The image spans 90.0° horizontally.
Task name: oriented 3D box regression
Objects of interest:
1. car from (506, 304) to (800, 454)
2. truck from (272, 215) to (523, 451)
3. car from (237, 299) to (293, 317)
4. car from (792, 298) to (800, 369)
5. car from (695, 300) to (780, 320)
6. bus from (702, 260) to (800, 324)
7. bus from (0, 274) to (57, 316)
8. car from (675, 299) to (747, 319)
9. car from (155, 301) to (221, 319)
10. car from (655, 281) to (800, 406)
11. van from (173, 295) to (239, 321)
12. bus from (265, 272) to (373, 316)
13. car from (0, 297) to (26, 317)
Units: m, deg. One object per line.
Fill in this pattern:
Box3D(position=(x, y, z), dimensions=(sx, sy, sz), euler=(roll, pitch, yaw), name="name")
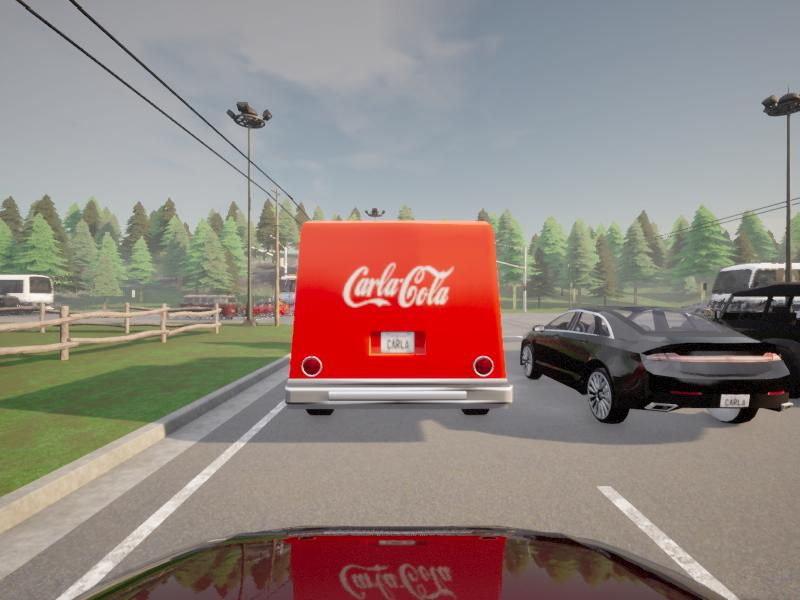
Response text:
Box3D(position=(3.464, 0.836, 6.582), dimensions=(2.128, 1.511, 4.902), euler=(0, 0, 0), name="car")
Box3D(position=(-0.037, 0.354, 6.792), dimensions=(2.627, 2.467, 5.204), euler=(0, 0, 0), name="truck")
Box3D(position=(-13.032, 0.756, 38.677), dimensions=(4.611, 1.667, 2.242), euler=(0, 0, 7), name="car")
Box3D(position=(10.472, 0.781, 7.069), dimensions=(2.152, 1.651, 5.027), euler=(0, 0, 0), name="car")
Box3D(position=(27.113, 0.800, 32.246), dimensions=(5.366, 1.575, 1.801), euler=(0, 0, 0), name="car")
Box3D(position=(28.252, -0.533, 28.622), dimensions=(10.273, 4.253, 3.944), euler=(0, 0, 0), name="bus")
Box3D(position=(-43.405, -0.534, 42.710), dimensions=(10.273, 4.253, 3.944), euler=(0, 0, 0), name="bus")
Box3D(position=(27.673, 0.778, 35.746), dimensions=(4.856, 1.649, 2.033), euler=(0, 0, 0), name="car")
Box3D(position=(-18.735, 0.851, 35.497), dimensions=(4.792, 1.488, 2.163), euler=(0, 0, 2), name="car")
Box3D(position=(6.960, 0.646, 7.491), dimensions=(1.905, 1.878, 3.866), euler=(0, 0, 0), name="car")
Box3D(position=(-15.282, 0.598, 31.648), dimensions=(4.442, 1.987, 1.775), euler=(0, 0, 5), name="van")
Box3D(position=(-8.282, -0.536, 41.398), dimensions=(10.273, 4.253, 3.944), euler=(0, -1, 16), name="bus")
Box3D(position=(-39.565, 0.646, 39.320), dimensions=(3.866, 1.878, 1.905), euler=(0, 0, 0), name="car")
